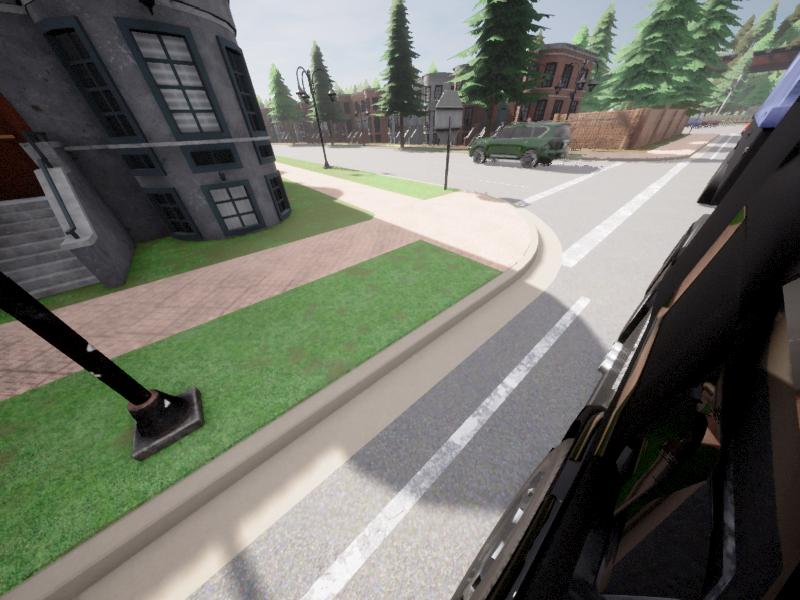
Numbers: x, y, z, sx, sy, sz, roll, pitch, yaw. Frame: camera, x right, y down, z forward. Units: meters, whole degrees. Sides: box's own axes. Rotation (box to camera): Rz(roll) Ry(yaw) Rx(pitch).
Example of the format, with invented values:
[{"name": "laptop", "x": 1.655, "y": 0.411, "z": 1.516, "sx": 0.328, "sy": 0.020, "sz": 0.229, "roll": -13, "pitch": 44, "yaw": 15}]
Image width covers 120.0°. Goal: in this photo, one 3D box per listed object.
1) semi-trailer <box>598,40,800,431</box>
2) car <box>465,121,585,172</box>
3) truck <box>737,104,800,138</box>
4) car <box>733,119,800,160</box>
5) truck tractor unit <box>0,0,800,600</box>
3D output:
[{"name": "semi-trailer", "x": 8.692, "y": -3.612, "z": 4.230, "sx": 14.254, "sy": 4.402, "sz": 2.717, "roll": -28, "pitch": 44, "yaw": -30}, {"name": "car", "x": 6.894, "y": -9.161, "z": 13.671, "sx": 2.150, "sy": 2.045, "sz": 5.566, "roll": -26, "pitch": 43, "yaw": -28}, {"name": "truck", "x": 37.104, "y": -17.973, "z": 23.248, "sx": 5.204, "sy": 2.467, "sz": 2.627, "roll": -28, "pitch": 43, "yaw": -30}, {"name": "car", "x": 22.036, "y": -9.594, "z": 13.691, "sx": 5.238, "sy": 1.638, "sz": 1.930, "roll": -28, "pitch": 44, "yaw": -30}, {"name": "truck tractor unit", "x": 2.645, "y": -0.295, "z": 0.351, "sx": 6.516, "sy": 4.208, "sz": 3.053, "roll": -28, "pitch": 44, "yaw": -30}]
